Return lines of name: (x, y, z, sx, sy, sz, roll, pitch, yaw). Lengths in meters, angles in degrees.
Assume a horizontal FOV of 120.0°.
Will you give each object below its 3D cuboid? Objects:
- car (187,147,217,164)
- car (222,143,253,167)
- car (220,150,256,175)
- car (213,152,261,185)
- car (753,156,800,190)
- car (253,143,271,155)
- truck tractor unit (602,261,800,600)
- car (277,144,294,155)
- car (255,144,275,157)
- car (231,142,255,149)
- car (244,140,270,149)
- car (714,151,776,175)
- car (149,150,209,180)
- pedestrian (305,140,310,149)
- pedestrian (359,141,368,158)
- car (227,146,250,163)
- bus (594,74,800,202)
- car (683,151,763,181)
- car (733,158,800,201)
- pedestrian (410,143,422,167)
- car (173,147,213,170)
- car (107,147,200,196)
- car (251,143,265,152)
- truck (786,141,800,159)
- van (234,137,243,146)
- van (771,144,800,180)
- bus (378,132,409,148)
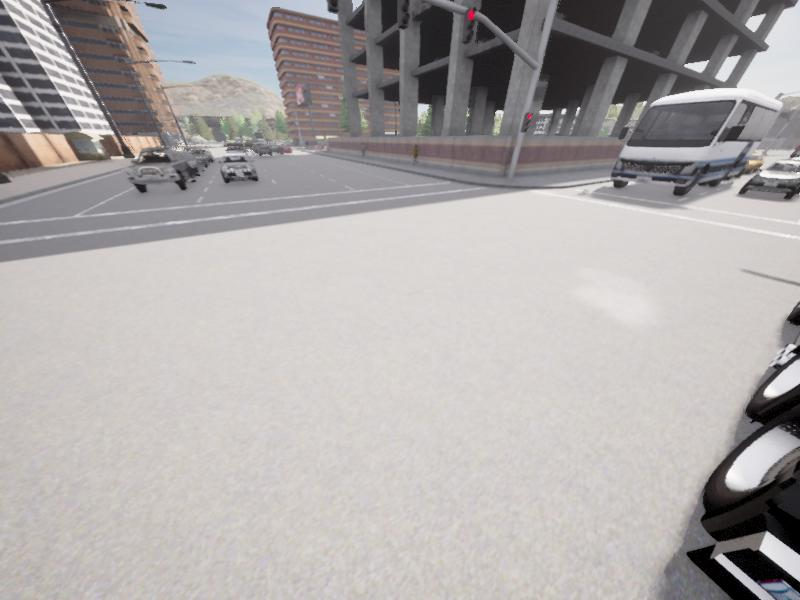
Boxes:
car: (-22.169, -16.322, 25.995, 1.816, 1.474, 4.193, -18, 39, -24)
car: (-16.336, -14.659, 23.290, 1.905, 1.878, 3.866, -18, 39, -24)
car: (-13.329, -11.448, 19.092, 1.812, 1.442, 4.674, -18, 39, -24)
car: (-10.489, -8.620, 15.020, 1.970, 1.475, 3.806, -18, 39, -24)
car: (25.105, -8.066, 14.511, 4.902, 1.511, 2.128, -18, 39, -24)
car: (-24.574, -26.873, 41.017, 2.033, 1.649, 4.856, -18, 39, -24)
truck tractor unit: (5.107, -0.304, 0.789, 6.516, 4.208, 3.053, -18, 39, -24)
car: (-19.932, -26.209, 40.168, 1.789, 1.549, 3.705, -18, 39, -24)
car: (-21.231, -23.463, 36.243, 2.128, 1.511, 4.902, -18, 39, -24)
car: (-43.711, -43.257, 64.486, 5.366, 1.575, 1.801, -18, 39, -24)
car: (-39.101, -42.653, 63.223, 5.566, 2.045, 2.150, -18, 39, -24)
car: (30.377, -12.137, 20.354, 5.366, 1.575, 1.801, -18, 39, -25)
car: (-15.918, -10.035, 17.003, 2.163, 1.488, 4.792, -18, 39, -24)
pedestrian: (-23.236, -38.953, 57.891, 0.751, 1.860, 0.751, -18, 39, -24)
pedestrian: (-4.962, -20.407, 31.378, 0.751, 1.860, 0.751, -16, 38, -22)
car: (-19.500, -17.679, 27.954, 1.837, 1.490, 4.892, -18, 39, -24)
bus: (16.665, -8.652, 12.879, 10.273, 4.253, 3.944, -18, 39, -25)
car: (24.259, -10.166, 17.386, 4.611, 1.667, 2.242, -18, 39, -25)
car: (19.550, -6.261, 11.829, 3.705, 1.549, 1.789, -18, 39, -25)
pedestrian: (1.477, -13.488, 21.488, 0.751, 1.860, 0.751, -16, 38, -22)
car: (-19.114, -13.297, 21.556, 1.851, 1.617, 3.988, -18, 39, -24)
car: (-12.838, -7.145, 12.526, 1.932, 1.855, 4.605, -17, 38, -23)
car: (-31.205, -33.503, 50.581, 2.007, 1.525, 4.514, -18, 39, -24)
truck: (65.214, -22.751, 33.892, 2.891, 3.827, 8.468, 6, 36, 8)
van: (-57.052, -55.901, 81.643, 1.988, 2.561, 5.915, -18, 39, -24)
van: (31.676, -10.600, 17.412, 6.366, 2.431, 2.351, -18, 39, -25)
bus: (-2.181, -55.646, 80.297, 10.273, 4.253, 3.944, -18, 39, -24)
